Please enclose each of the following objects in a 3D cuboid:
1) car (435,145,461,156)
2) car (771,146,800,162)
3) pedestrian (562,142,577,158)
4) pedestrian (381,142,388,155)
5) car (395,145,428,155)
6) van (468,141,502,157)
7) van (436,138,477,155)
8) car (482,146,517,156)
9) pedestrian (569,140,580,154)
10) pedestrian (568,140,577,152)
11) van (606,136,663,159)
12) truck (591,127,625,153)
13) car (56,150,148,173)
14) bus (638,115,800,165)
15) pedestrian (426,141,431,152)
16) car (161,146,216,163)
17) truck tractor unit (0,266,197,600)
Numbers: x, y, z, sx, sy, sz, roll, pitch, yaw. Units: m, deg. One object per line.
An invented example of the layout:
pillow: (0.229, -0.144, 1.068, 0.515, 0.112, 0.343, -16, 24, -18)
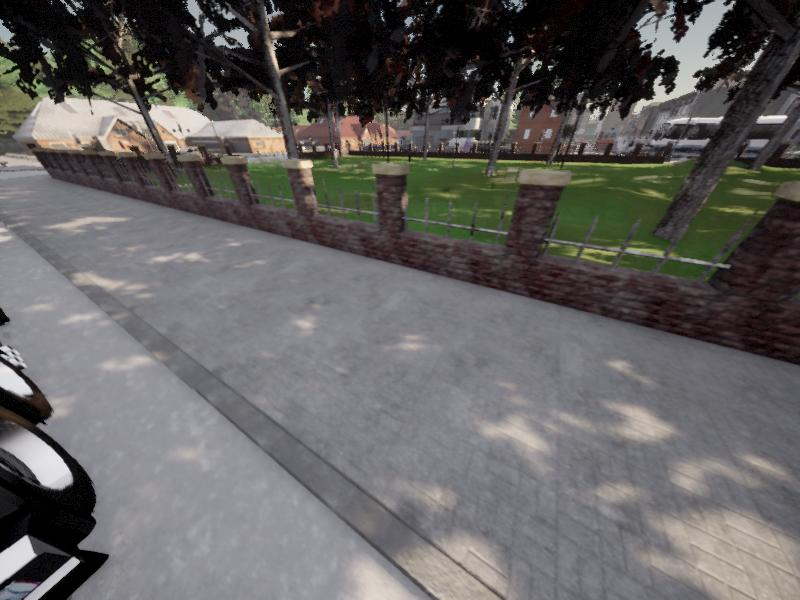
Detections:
car: (7.854, -24.748, 38.159, 3.633, 1.501, 1.845, 17, 38, 23)
car: (44.502, -15.605, 24.714, 4.674, 1.442, 1.812, 18, 39, 24)
pedestrian: (23.220, -20.562, 31.651, 0.751, 1.860, 0.751, -2, 35, -2)
pedestrian: (-2.575, -24.913, 37.991, 0.751, 1.860, 0.751, 18, 39, 24)
car: (1.997, -26.745, 41.209, 5.357, 1.411, 2.033, 19, 39, 26)
van: (13.024, -23.215, 35.502, 4.442, 1.987, 1.775, 17, 38, 23)
van: (9.914, -27.181, 40.848, 6.366, 2.431, 2.351, 18, 39, 24)
car: (16.272, -24.426, 37.814, 4.718, 1.301, 1.895, 20, 40, 27)
pedestrian: (29.530, -25.862, 39.006, 0.751, 1.860, 0.751, -29, 44, -35)
pedestrian: (33.166, -29.595, 44.334, 0.751, 1.860, 0.751, 15, 38, 21)
van: (31.852, -21.063, 31.828, 2.351, 2.431, 6.366, 7, 36, 11)
truck: (39.985, -30.988, 44.785, 2.891, 3.827, 8.468, 18, 39, 24)
car: (-28.622, -13.569, 22.463, 1.882, 1.535, 5.008, 18, 39, 24)
bus: (37.014, -19.471, 27.973, 10.273, 4.253, 3.944, 19, 45, 24)
pedestrian: (5.760, -30.958, 46.577, 0.751, 1.860, 0.751, 13, 37, 18)
car: (-27.532, -19.081, 30.258, 2.242, 1.667, 4.611, 18, 39, 25)
truck tractor unit: (-5.119, -0.291, 0.777, 6.516, 4.208, 3.053, 18, 39, 24)
